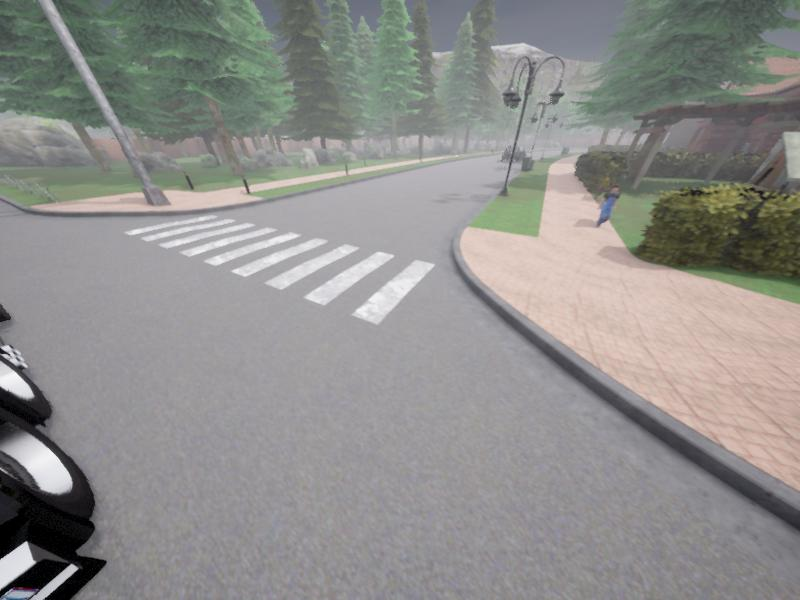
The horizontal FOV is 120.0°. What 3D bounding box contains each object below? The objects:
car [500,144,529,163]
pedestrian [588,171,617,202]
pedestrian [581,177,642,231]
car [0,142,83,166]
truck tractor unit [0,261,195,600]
[{"bbox_3d":[14.638,-18.755,29.461,2.097,1.767,4.553,21,40,27],"label":"car"},{"bbox_3d":[8.690,-4.902,9.948,0.500,1.100,0.500,17,38,22],"label":"pedestrian"},{"bbox_3d":[6.199,-2.873,6.891,0.751,1.300,0.751,14,37,19],"label":"pedestrian"},{"bbox_3d":[-42.167,-17.136,26.915,2.150,2.045,5.566,18,39,24],"label":"car"},{"bbox_3d":[-5.092,-0.322,0.786,6.516,4.208,3.053,19,39,24],"label":"truck tractor unit"}]
